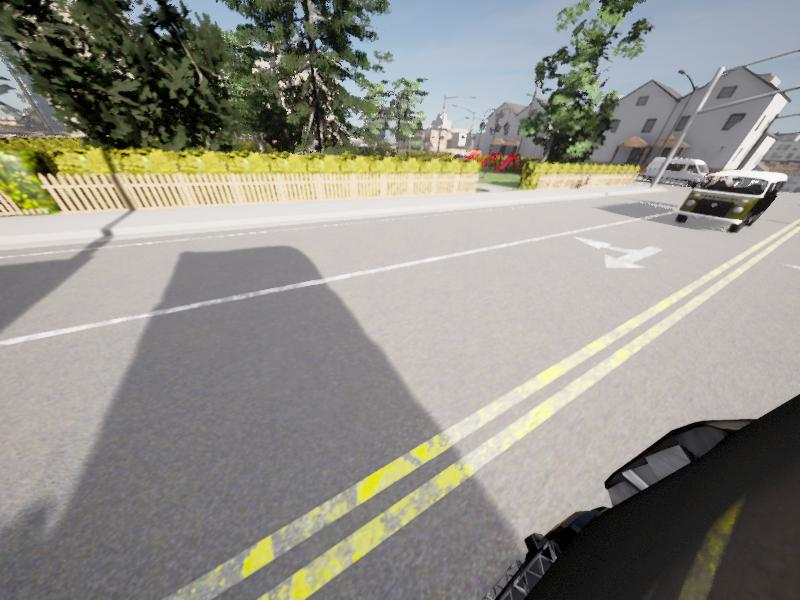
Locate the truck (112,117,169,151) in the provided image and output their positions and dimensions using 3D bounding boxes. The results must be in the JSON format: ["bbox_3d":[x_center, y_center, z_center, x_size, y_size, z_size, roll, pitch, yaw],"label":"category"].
[{"bbox_3d":[-40.502,-26.160,36.581,2.891,3.827,8.468,-14,37,-24],"label":"truck"}]

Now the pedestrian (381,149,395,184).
[{"bbox_3d":[-0.776,-8.497,14.716,0.751,1.860,0.751,5,34,2],"label":"pedestrian"}]

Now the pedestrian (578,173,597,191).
[{"bbox_3d":[13.287,-8.362,16.357,0.500,1.100,0.500,-13,37,-22],"label":"pedestrian"}]

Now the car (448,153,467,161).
[{"bbox_3d":[14.333,-35.804,57.799,1.812,1.442,4.674,-15,38,-25],"label":"car"}]

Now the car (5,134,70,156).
[{"bbox_3d":[-34.435,-14.854,22.102,1.789,1.549,3.705,-17,39,-27],"label":"car"}]

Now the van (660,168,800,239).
[{"bbox_3d":[13.479,-4.081,9.388,4.480,2.038,2.069,-15,38,-25],"label":"van"}]

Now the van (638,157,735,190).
[{"bbox_3d":[30.751,-13.971,25.268,1.988,2.561,5.915,-7,35,-15],"label":"van"}]

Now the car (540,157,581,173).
[{"bbox_3d":[24.763,-20.978,35.928,1.932,1.855,4.605,-15,37,-25],"label":"car"}]

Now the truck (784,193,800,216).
[{"bbox_3d":[57.320,-13.537,32.302,5.204,2.467,2.627,-2,31,-33],"label":"truck"}]

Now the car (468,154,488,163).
[{"bbox_3d":[17.719,-32.314,52.672,1.851,1.617,3.988,-15,37,-25],"label":"car"}]
